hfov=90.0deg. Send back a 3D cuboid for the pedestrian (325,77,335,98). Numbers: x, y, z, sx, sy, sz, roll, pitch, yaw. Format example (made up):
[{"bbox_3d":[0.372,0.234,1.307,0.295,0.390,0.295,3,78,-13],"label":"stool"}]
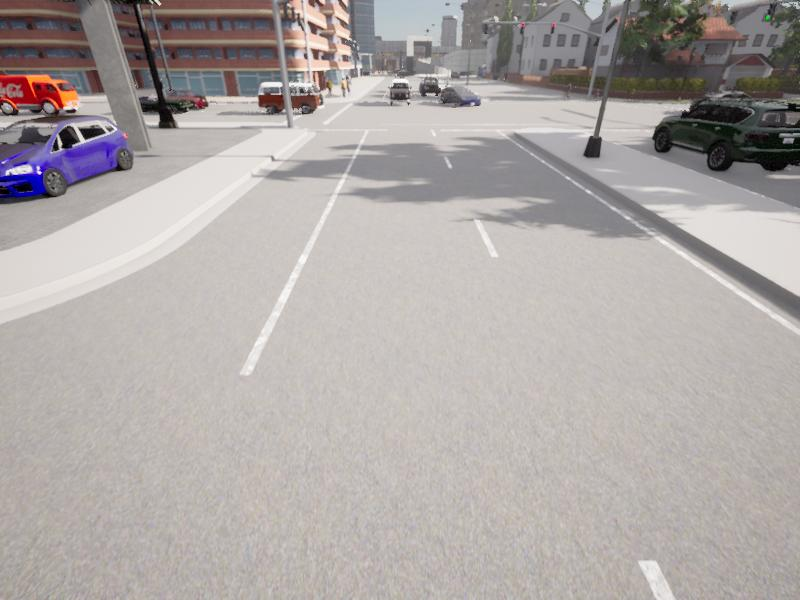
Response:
[{"bbox_3d":[-7.116,-21.533,40.619,0.751,1.860,0.751,-3,30,-5],"label":"pedestrian"}]

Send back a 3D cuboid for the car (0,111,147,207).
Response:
[{"bbox_3d":[-9.716,-4.119,11.149,2.242,1.667,4.611,0,30,0],"label":"car"}]

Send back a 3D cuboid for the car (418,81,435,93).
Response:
[{"bbox_3d":[3.488,-28.196,52.924,1.895,1.301,4.718,0,30,0],"label":"car"}]

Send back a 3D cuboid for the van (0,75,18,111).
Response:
[{"bbox_3d":[-34.580,-16.148,31.187,6.366,2.431,2.351,0,30,-1],"label":"van"}]

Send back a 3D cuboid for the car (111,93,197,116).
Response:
[{"bbox_3d":[-17.532,-14.028,28.692,4.718,1.301,1.895,-1,30,-1],"label":"car"}]

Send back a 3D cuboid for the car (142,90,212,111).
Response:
[{"bbox_3d":[-17.577,-15.839,31.715,4.181,1.385,1.994,-1,30,-1],"label":"car"}]

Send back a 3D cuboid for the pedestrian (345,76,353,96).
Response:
[{"bbox_3d":[-5.622,-23.510,44.000,0.751,1.860,0.751,-5,31,-8],"label":"pedestrian"}]

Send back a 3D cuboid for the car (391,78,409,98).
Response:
[{"bbox_3d":[-0.010,-23.790,44.810,1.932,1.855,4.605,0,31,0],"label":"car"}]

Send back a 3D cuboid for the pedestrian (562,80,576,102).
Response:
[{"bbox_3d":[16.314,-20.201,38.655,0.751,1.860,0.751,2,30,3],"label":"pedestrian"}]

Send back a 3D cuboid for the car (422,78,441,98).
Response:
[{"bbox_3d":[3.489,-23.898,44.986,1.905,1.878,3.866,0,30,0],"label":"car"}]

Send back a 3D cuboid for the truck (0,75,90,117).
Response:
[{"bbox_3d":[-25.852,-14.468,28.277,5.204,2.467,2.627,0,30,-1],"label":"truck"}]

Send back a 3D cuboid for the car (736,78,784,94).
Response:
[{"bbox_3d":[41.413,-24.724,46.151,1.970,1.475,3.806,0,30,0],"label":"car"}]

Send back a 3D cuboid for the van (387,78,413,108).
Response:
[{"bbox_3d":[-0.009,-18.323,35.293,2.069,2.038,4.480,0,31,0],"label":"van"}]

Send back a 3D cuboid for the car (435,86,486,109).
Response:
[{"bbox_3d":[5.125,-17.693,34.785,2.163,1.488,4.792,-12,32,-19],"label":"car"}]

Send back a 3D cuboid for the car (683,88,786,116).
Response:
[{"bbox_3d":[23.910,-14.263,28.772,5.238,1.638,1.930,1,30,2],"label":"car"}]

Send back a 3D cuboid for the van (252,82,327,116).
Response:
[{"bbox_3d":[-7.752,-14.360,28.531,4.480,2.038,2.069,1,30,2],"label":"van"}]

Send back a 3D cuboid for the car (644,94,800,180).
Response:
[{"bbox_3d":[11.496,-5.975,14.195,2.150,2.045,5.566,0,30,0],"label":"car"}]

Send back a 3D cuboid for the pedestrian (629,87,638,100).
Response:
[{"bbox_3d":[22.975,-20.342,39.367,0.500,1.100,0.500,18,35,28],"label":"pedestrian"}]

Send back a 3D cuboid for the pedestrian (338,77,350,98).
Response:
[{"bbox_3d":[-5.779,-21.926,41.291,0.751,1.860,0.751,26,39,37],"label":"pedestrian"}]
